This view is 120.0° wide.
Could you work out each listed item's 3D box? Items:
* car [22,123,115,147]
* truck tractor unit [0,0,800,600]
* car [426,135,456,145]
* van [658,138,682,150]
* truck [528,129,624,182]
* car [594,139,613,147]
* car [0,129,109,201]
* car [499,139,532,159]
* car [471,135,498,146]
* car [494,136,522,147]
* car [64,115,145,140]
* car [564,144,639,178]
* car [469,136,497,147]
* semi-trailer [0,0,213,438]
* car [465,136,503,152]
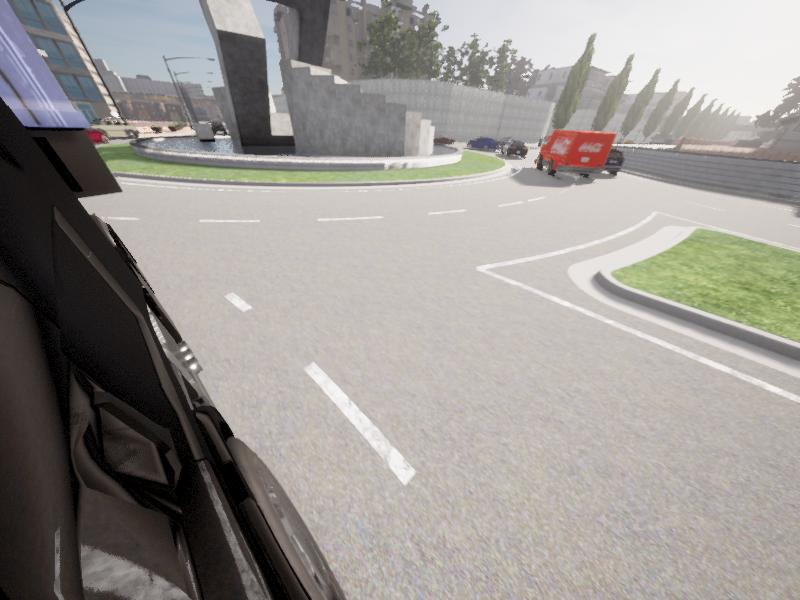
[{"bbox_3d":[-26.383,-13.373,18.701,1.994,1.385,4.181,-5,37,-10],"label":"car"},{"bbox_3d":[-2.645,-0.295,0.351,6.516,4.208,3.053,28,44,30],"label":"truck tractor unit"},{"bbox_3d":[7.199,-28.180,40.737,4.718,1.301,1.895,-9,38,-16],"label":"car"},{"bbox_3d":[70.764,-40.852,60.510,5.915,2.561,1.988,-21,43,-28],"label":"van"},{"bbox_3d":[11.293,-9.916,15.602,2.627,2.467,5.204,6,37,4],"label":"truck"},{"bbox_3d":[56.291,-43.326,63.794,5.366,1.575,1.801,-21,43,-28],"label":"car"},{"bbox_3d":[-13.251,-4.676,7.738,5.366,1.575,1.801,13,38,13],"label":"car"},{"bbox_3d":[13.085,-17.413,26.516,2.038,1.542,4.974,7,37,6],"label":"car"},{"bbox_3d":[16.377,-30.903,44.771,4.974,1.542,2.038,-20,42,-27],"label":"car"},{"bbox_3d":[20.357,-29.824,43.590,4.974,1.542,2.038,-20,42,-28],"label":"car"},{"bbox_3d":[-30.389,-17.879,24.043,1.932,1.855,4.605,10,37,9],"label":"car"},{"bbox_3d":[14.982,-10.744,17.642,2.033,1.649,4.856,7,37,6],"label":"car"},{"bbox_3d":[14.570,-27.759,40.525,4.674,1.442,1.812,-19,42,-27],"label":"car"},{"bbox_3d":[-9.665,-2.672,2.915,14.254,4.402,2.717,15,38,16],"label":"semi-trailer"},{"bbox_3d":[12.027,-22.589,33.367,1.882,1.535,5.008,-19,42,-26],"label":"car"}]
